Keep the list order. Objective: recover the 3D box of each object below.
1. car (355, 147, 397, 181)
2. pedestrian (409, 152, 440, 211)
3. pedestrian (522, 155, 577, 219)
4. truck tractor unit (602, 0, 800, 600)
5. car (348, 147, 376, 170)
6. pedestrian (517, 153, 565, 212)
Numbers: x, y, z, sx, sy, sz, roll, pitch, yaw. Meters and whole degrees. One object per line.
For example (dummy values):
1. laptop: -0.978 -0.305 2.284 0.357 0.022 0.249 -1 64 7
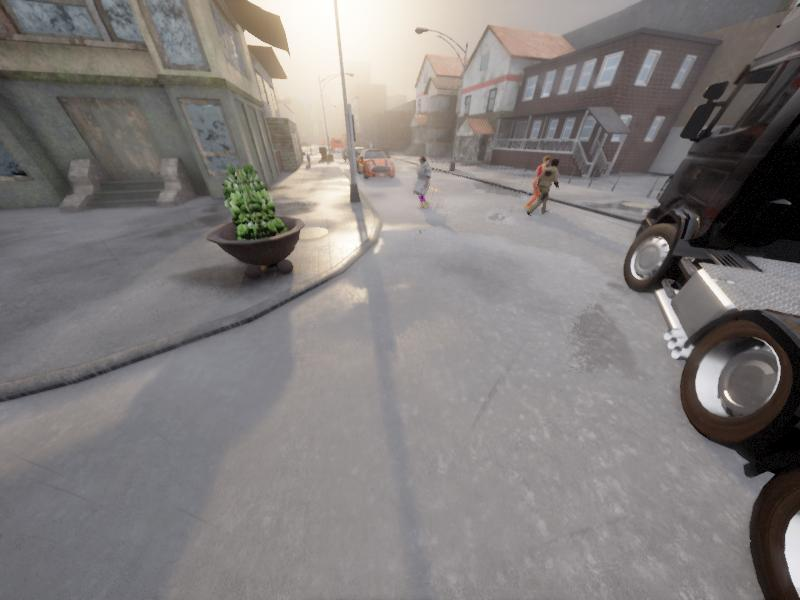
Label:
1. car: -1.826 -9.990 16.742 2.097 1.767 4.553 -9 36 -13
2. pedestrian: 0.885 -4.432 8.691 0.751 1.860 0.751 -16 38 -22
3. pedestrian: 5.008 -3.839 7.874 0.751 1.860 0.751 -8 36 -11
4. truck tractor unit: 4.435 -0.695 1.345 3.053 4.208 6.516 19 39 25
5. car: -3.668 -13.532 21.972 1.851 1.617 3.988 -9 36 -13
6. pedestrian: 5.154 -4.344 8.599 0.751 1.860 0.751 0 35 -1
